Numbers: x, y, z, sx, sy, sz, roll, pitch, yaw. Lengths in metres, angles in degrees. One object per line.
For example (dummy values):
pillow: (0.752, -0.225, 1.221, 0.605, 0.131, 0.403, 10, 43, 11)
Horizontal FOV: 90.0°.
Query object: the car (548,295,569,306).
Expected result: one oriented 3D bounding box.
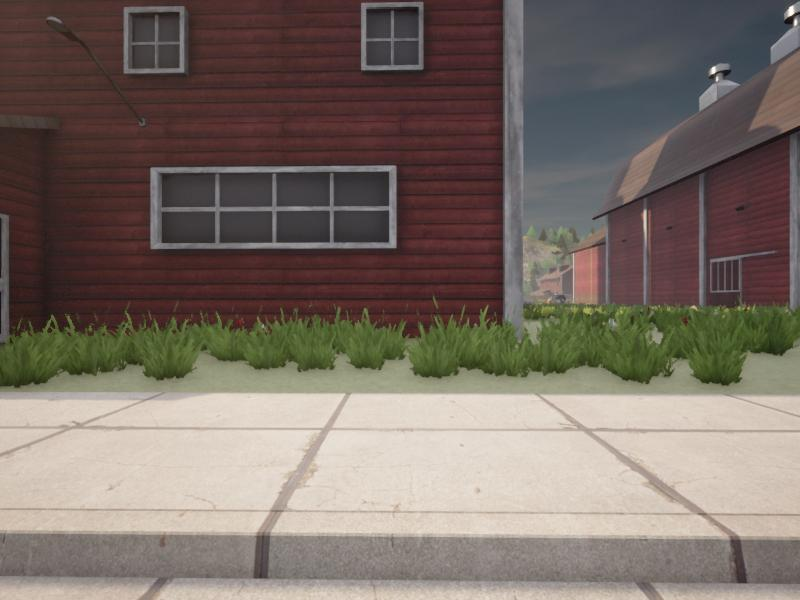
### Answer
car: (25.794, 0.083, 65.329, 1.905, 1.878, 3.866, 0, 0, 1)
